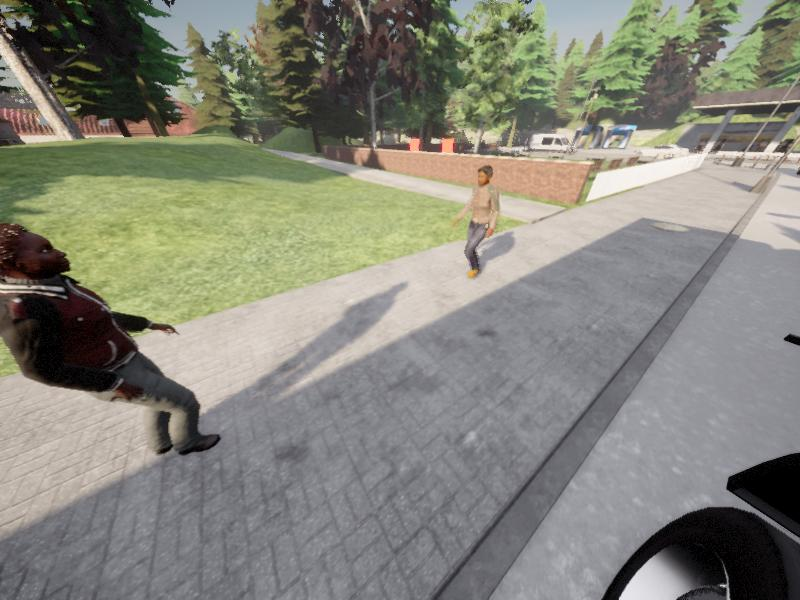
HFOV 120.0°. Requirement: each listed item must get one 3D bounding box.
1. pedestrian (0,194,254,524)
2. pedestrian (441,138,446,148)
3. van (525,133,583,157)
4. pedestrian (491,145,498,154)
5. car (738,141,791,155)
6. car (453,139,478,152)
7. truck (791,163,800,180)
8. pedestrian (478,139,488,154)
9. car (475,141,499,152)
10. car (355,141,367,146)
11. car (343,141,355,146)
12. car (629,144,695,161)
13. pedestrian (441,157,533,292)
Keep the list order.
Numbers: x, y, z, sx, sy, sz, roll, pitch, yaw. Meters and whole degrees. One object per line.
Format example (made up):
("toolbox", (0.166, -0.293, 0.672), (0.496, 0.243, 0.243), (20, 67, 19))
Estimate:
("pedestrian", (-1.757, 0.446, 1.452), (0.751, 1.860, 0.751), (-25, 42, -30))
("pedestrian", (10.229, -36.995, 54.380), (0.751, 1.860, 0.751), (18, 39, 24))
("van", (21.133, -21.591, 32.157), (1.988, 2.561, 5.915), (-22, 41, -28))
("pedestrian", (14.160, -22.521, 34.553), (0.500, 1.100, 0.500), (-12, 37, -16))
("car", (50.451, -21.148, 32.059), (1.845, 1.501, 3.633), (-22, 41, -28))
("car", (12.106, -28.792, 42.993), (1.905, 1.878, 3.866), (-22, 41, -28))
("truck", (27.020, -8.592, 13.737), (5.204, 2.467, 2.627), (-26, 43, -31))
("pedestrian", (12.556, -23.304, 35.016), (0.751, 1.860, 0.751), (-21, 40, -27))
("car", (16.438, -29.113, 43.705), (1.789, 1.549, 3.705), (-22, 40, -28))
("car", (-13.353, -53.585, 79.056), (1.837, 1.490, 4.892), (-22, 41, -28))
("car", (-17.223, -52.778, 77.865), (2.038, 1.542, 4.974), (-22, 41, -28))
("car", (30.466, -17.390, 27.079), (1.812, 1.442, 4.674), (-20, 40, -26))
("pedestrian", (1.281, -1.194, 3.752), (0.751, 1.860, 0.751), (-18, 39, -23))
